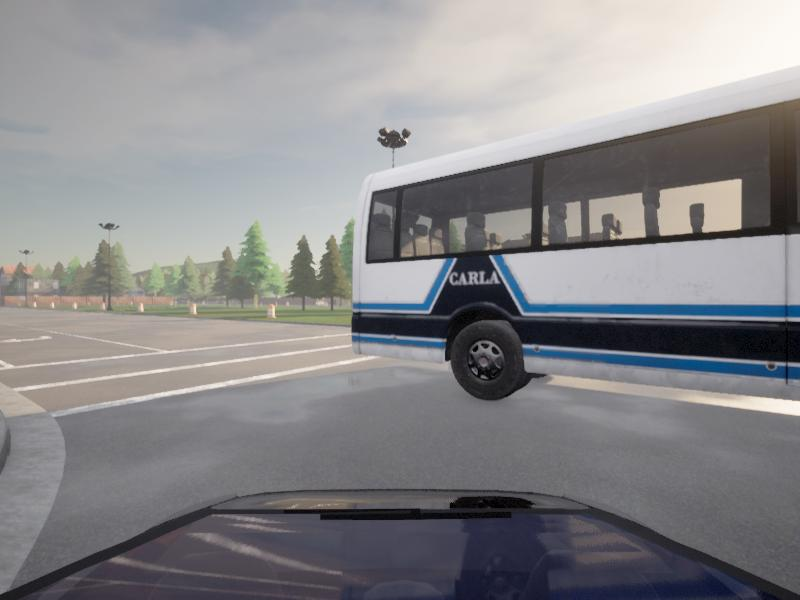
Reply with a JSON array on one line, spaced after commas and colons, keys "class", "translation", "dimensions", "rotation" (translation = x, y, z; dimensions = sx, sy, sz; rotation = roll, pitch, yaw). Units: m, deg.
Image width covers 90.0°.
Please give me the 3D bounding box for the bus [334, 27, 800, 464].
[{"class": "bus", "translation": [4.015, -0.533, 6.262], "dimensions": [10.273, 4.253, 3.944], "rotation": [0, 0, 37]}]
